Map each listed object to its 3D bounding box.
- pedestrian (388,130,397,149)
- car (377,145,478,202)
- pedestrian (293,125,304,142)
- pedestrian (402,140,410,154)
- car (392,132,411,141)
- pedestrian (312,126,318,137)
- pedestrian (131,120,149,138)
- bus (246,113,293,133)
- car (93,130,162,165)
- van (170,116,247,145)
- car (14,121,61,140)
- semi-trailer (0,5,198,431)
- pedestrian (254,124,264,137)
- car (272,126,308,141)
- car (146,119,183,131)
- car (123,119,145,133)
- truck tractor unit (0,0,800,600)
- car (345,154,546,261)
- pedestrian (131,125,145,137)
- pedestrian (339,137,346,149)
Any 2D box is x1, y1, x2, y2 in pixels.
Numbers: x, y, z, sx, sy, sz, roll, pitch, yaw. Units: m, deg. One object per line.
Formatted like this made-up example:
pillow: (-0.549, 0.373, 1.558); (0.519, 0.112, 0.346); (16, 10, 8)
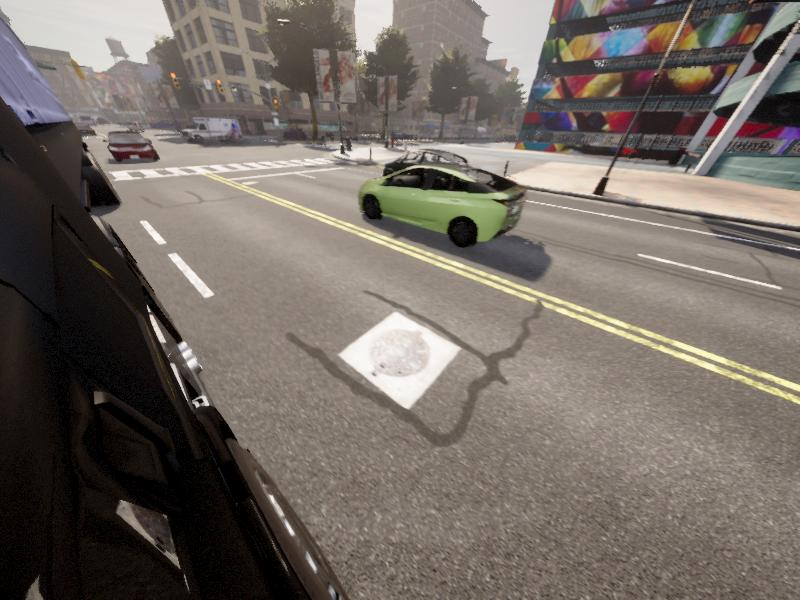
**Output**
pedestrian: (-0.896, -19.355, 27.811); (0.751, 1.860, 0.751); (-25, 44, -31)
car: (0.997, -5.446, 9.743); (3.705, 1.549, 1.789); (28, 43, 30)
pedestrian: (-14.452, -23.691, 32.921); (0.751, 1.860, 0.751); (18, 39, 19)
pedestrian: (0.595, -15.028, 22.705); (0.500, 1.100, 0.500); (-29, 47, -35)
car: (0.355, -36.826, 52.045); (1.812, 1.442, 4.674); (28, 44, 30)
pedestrian: (-18.396, -36.533, 49.982); (0.751, 1.860, 0.751); (32, 46, 33)
pedestrian: (-35.188, -23.102, 31.240); (0.751, 1.860, 0.751); (25, 42, 27)
bus: (-37.208, -50.746, 66.379); (3.944, 4.253, 10.273); (28, 43, 30)
car: (-17.099, -9.796, 14.673); (2.163, 1.488, 4.792); (-27, 46, -33)
van: (-22.465, -20.251, 27.660); (2.351, 2.431, 6.366); (16, 39, 18)
car: (-38.634, -18.143, 24.708); (4.902, 1.511, 2.128); (28, 44, 30)
semi-trailer: (-8.526, -3.684, 4.436); (14.254, 4.402, 2.717); (30, 45, 32)
pedestrian: (-23.997, -28.820, 39.292); (0.751, 1.860, 0.751); (14, 38, 15)
car: (-18.103, -27.554, 38.263); (2.097, 1.767, 4.553); (29, 44, 31)
car: (-55.183, -41.110, 54.275); (5.566, 2.045, 2.150); (-27, 45, -33)
car: (-49.669, -32.578, 43.233); (1.932, 1.855, 4.605); (-26, 45, -33)
truck tractor unit: (-2.645, -0.295, 0.351); (6.516, 4.208, 3.053); (28, 44, 30)
car: (0.883, -2.769, 6.156); (4.514, 1.525, 2.007); (27, 43, 30)
pedestrian: (-35.906, -23.070, 31.628); (0.751, 1.300, 0.751); (31, 45, 33)
pedestrian: (-6.764, -18.576, 27.335); (0.500, 1.100, 0.500); (25, 42, 28)
